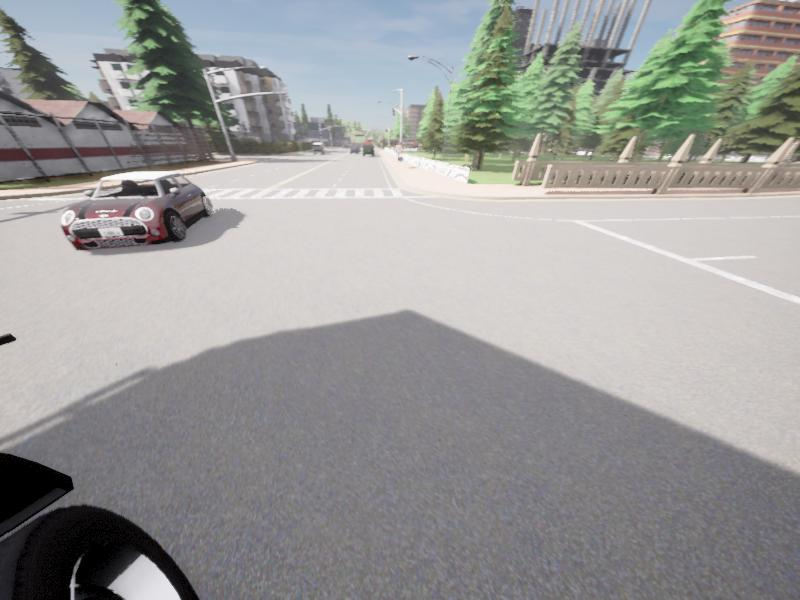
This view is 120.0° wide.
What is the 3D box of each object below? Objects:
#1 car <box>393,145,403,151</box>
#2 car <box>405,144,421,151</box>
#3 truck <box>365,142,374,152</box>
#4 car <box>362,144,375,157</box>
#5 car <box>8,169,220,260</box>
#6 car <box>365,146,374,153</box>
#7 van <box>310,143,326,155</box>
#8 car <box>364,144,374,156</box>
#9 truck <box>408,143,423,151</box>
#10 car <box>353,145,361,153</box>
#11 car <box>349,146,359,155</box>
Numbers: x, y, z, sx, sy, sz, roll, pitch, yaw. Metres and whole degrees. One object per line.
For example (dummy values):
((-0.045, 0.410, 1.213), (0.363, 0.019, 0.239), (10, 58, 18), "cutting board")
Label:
((-0.718, -60.062, 91.200), (3.988, 1.617, 1.851), (-2, 34, -5), "car")
((4.914, -58.537, 88.739), (5.566, 2.045, 2.150), (-3, 34, -7), "car")
((-8.937, -45.099, 68.115), (2.627, 2.467, 5.204), (-2, 34, -5), "truck")
((-6.179, -29.545, 45.650), (2.150, 2.045, 5.566), (-3, 34, -6), "car")
((-7.130, -2.697, 6.552), (1.970, 1.475, 3.806), (-10, 36, -16), "car")
((-8.306, -41.119, 63.148), (2.163, 1.488, 4.792), (-2, 34, -5), "car")
((-17.091, -31.678, 48.455), (2.069, 2.038, 4.480), (-2, 34, -5), "van")
((-6.917, -33.634, 51.656), (2.150, 2.045, 5.566), (-2, 34, -5), "car")
((6.035, -60.752, 91.673), (5.204, 2.467, 2.627), (-3, 34, -7), "truck")
((-11.974, -42.060, 64.330), (1.801, 1.575, 5.366), (-2, 34, -5), "car")
((-10.637, -34.599, 53.398), (1.789, 1.549, 3.705), (-2, 34, -5), "car")
